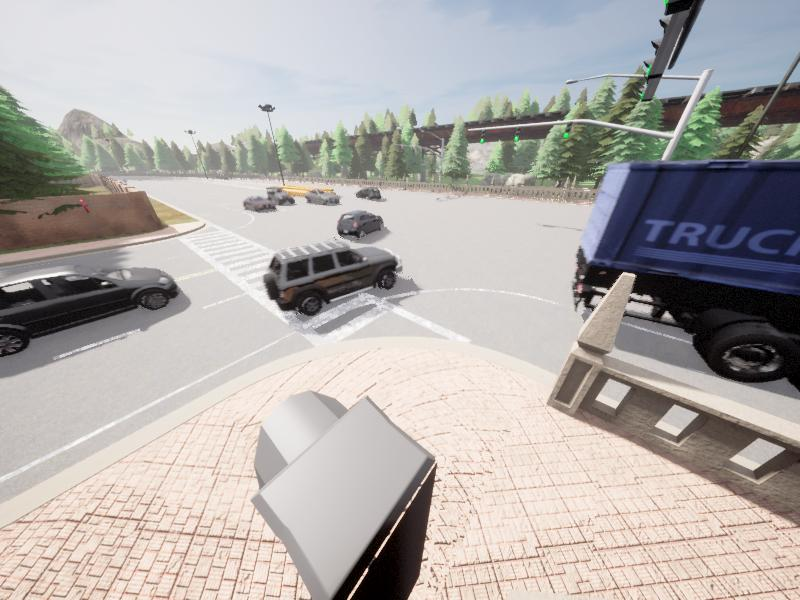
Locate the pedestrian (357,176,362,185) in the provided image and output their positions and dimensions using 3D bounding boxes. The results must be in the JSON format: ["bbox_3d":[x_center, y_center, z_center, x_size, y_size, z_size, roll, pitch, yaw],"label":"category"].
[{"bbox_3d":[-9.563,-28.087,54.441,0.751,1.860,0.751,24,38,35],"label":"pedestrian"}]

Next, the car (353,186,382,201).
[{"bbox_3d":[-4.553,-14.946,32.286,3.988,1.617,1.851,26,39,37],"label":"car"}]

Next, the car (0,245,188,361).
[{"bbox_3d":[-9.219,-0.157,6.670,1.851,1.617,3.988,22,37,33],"label":"car"}]

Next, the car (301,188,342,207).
[{"bbox_3d":[-9.670,-12.642,28.281,5.027,1.651,2.152,23,37,34],"label":"car"}]

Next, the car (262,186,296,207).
[{"bbox_3d":[-14.574,-12.544,27.836,3.866,1.878,1.905,24,37,34],"label":"car"}]

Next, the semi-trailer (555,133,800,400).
[{"bbox_3d":[11.122,0.236,3.168,14.254,4.402,2.717,16,33,26],"label":"semi-trailer"}]

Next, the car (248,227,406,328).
[{"bbox_3d":[-2.201,-1.093,8.023,4.605,1.855,1.932,-21,36,-32],"label":"car"}]

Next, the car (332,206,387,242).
[{"bbox_3d":[-2.568,-5.245,15.558,1.845,1.501,3.633,14,32,22],"label":"car"}]

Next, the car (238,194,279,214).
[{"bbox_3d":[-14.828,-10.131,24.182,4.181,1.385,1.994,23,37,34],"label":"car"}]
